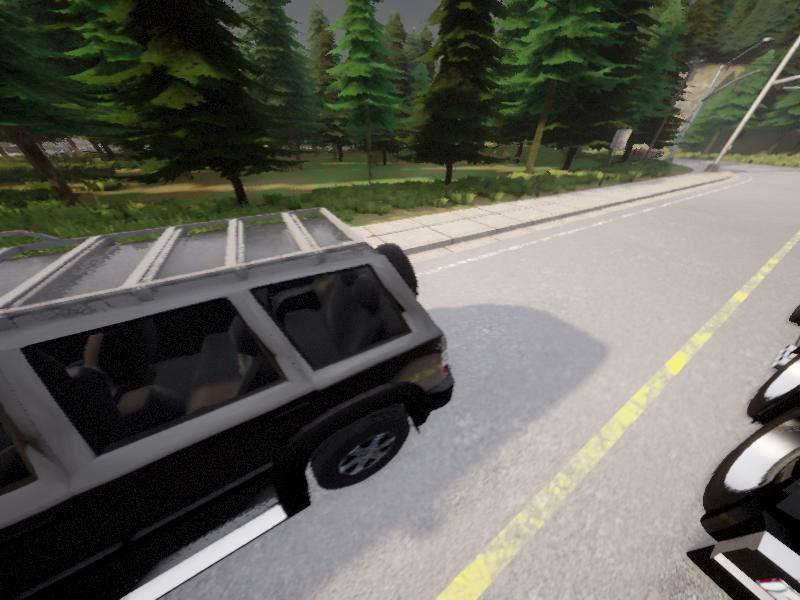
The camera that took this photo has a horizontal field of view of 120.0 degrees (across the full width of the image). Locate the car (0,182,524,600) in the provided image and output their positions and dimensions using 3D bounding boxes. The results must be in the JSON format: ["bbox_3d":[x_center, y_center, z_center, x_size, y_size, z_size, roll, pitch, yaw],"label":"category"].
[{"bbox_3d":[-1.832,0.593,1.488,4.605,1.855,1.932,-18,39,-24],"label":"car"}]

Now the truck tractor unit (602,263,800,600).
[{"bbox_3d":[5.106,-0.306,0.785,6.516,4.208,3.053,-18,39,-24],"label":"truck tractor unit"}]
